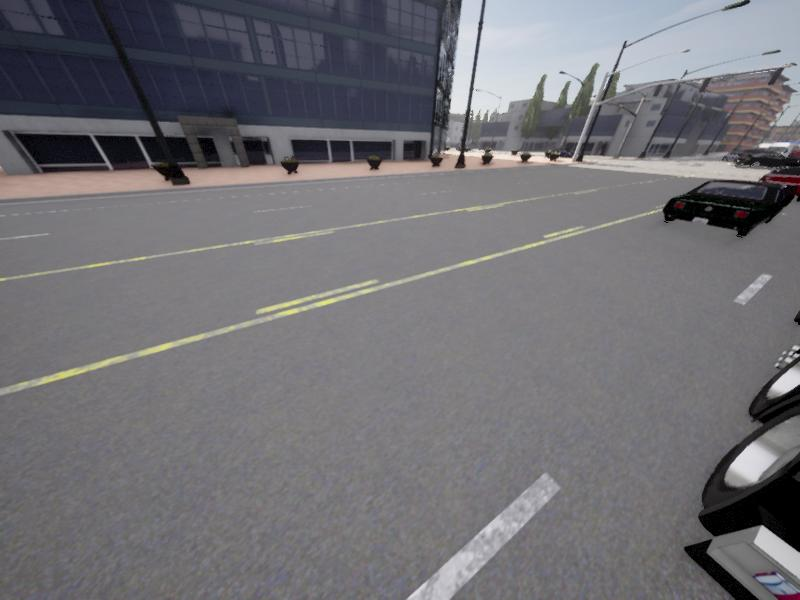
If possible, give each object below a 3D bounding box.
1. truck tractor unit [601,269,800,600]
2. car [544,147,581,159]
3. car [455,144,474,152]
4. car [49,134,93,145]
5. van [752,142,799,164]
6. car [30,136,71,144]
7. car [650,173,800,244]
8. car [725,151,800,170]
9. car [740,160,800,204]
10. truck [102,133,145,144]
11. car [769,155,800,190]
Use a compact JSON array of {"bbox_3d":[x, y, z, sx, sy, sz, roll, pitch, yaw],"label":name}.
[{"bbox_3d":[5.119,-0.294,0.766,6.516,4.208,3.053,-18,39,-24],"label":"truck tractor unit"},{"bbox_3d":[25.638,-23.306,36.573,1.816,1.474,4.193,-16,38,-24],"label":"car"},{"bbox_3d":[16.422,-38.669,58.748,2.033,1.411,5.357,-9,36,-15],"label":"car"},{"bbox_3d":[-68.773,-33.595,48.363,4.553,1.767,2.097,-16,38,-23],"label":"car"},{"bbox_3d":[56.477,-22.120,34.754,5.915,2.561,1.988,-17,38,-24],"label":"van"},{"bbox_3d":[-77.375,-35.465,51.247,4.718,1.301,1.895,-16,38,-23],"label":"car"},{"bbox_3d":[10.748,-3.158,7.484,4.718,1.301,1.895,-17,39,-23],"label":"car"},{"bbox_3d":[40.578,-15.487,25.593,5.008,1.535,1.882,7,35,9],"label":"car"},{"bbox_3d":[19.327,-5.903,11.347,4.193,1.474,1.816,-17,39,-24],"label":"car"},{"bbox_3d":[-69.079,-40.327,57.885,6.274,2.098,2.390,-16,38,-23],"label":"truck"},{"bbox_3d":[25.358,-7.823,14.049,5.238,1.638,1.930,-17,38,-24],"label":"car"}]
